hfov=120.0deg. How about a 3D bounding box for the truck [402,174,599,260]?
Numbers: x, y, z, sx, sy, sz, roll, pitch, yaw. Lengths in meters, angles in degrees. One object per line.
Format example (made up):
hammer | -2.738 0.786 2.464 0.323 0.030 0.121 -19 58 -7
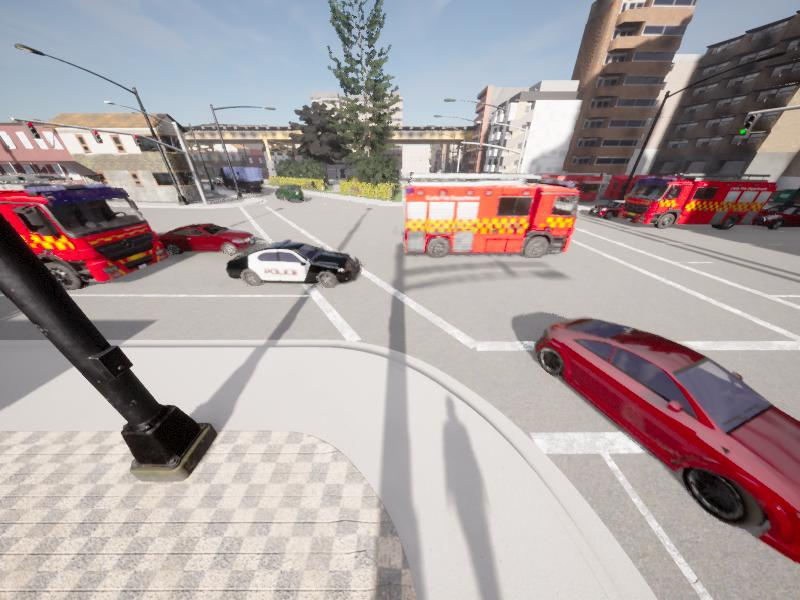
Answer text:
truck | 4.345 -4.423 12.170 8.468 3.827 2.891 0 30 0

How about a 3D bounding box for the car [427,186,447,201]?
car | 5.324 -15.635 33.769 2.152 1.651 5.027 0 30 1

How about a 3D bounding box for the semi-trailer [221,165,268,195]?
semi-trailer | -29.600 -22.945 43.630 14.254 4.402 2.717 26 39 38

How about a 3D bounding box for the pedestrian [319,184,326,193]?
pedestrian | -13.537 -19.482 40.409 0.751 1.300 0.751 -22 37 -33

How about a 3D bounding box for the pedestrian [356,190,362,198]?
pedestrian | -5.950 -15.336 33.426 0.500 1.100 0.500 21 36 32

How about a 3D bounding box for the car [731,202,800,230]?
car | 31.272 -6.902 18.910 4.553 1.767 2.097 1 30 -1

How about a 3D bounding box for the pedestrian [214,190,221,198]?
pedestrian | -26.131 -15.187 33.076 0.500 1.100 0.500 -26 39 -37

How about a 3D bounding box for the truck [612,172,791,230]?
truck | 23.136 -7.864 18.354 8.468 3.827 2.891 0 30 -1

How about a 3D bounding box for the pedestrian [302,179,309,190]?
pedestrian | -18.291 -22.367 44.849 0.751 1.860 0.751 -26 39 -37

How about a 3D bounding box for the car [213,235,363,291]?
car | -4.244 -1.602 9.550 4.974 1.542 2.038 2 30 3

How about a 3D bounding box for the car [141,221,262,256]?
car | -10.694 -3.455 12.807 4.674 1.442 1.812 -1 30 -3

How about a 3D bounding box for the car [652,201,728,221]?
car | 27.438 -8.486 21.979 4.181 1.385 1.994 1 30 0

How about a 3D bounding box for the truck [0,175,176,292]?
truck | -15.157 -2.695 9.061 8.468 3.827 2.891 0 30 0

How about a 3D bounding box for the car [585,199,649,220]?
car | 20.444 -8.612 21.937 3.806 1.475 1.970 0 30 0

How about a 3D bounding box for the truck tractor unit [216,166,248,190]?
truck tractor unit | -35.235 -25.630 48.509 6.516 4.208 3.053 26 39 38

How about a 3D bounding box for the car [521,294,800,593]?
car | 4.765 1.587 4.202 1.994 1.385 4.181 -10 31 -17

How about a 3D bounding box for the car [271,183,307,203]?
car | -15.394 -14.849 31.983 2.150 2.045 5.566 -26 39 -38

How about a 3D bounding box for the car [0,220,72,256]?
car | -21.738 -3.458 12.657 4.193 1.474 1.816 0 30 0
